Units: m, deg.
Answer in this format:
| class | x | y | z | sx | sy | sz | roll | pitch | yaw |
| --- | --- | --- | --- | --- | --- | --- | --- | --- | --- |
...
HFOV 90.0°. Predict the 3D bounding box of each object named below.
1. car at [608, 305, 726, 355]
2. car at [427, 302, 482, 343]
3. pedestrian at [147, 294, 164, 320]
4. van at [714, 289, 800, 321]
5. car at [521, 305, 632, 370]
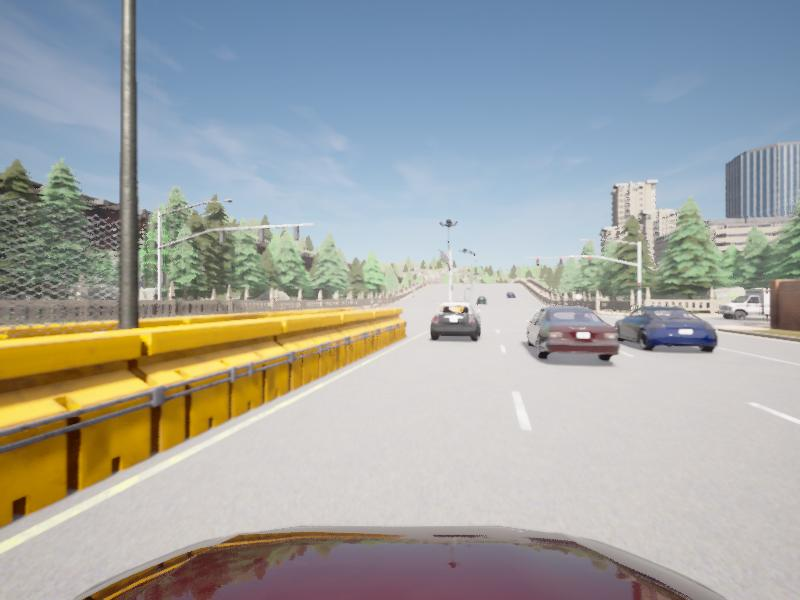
| class | x | y | z | sx | sy | sz | roll | pitch | yaw |
| --- | --- | --- | --- | --- | --- | --- | --- | --- | --- |
| car | 8.887 | 0.908 | 13.799 | 1.994 | 1.385 | 4.181 | 0 | 0 | 13 |
| car | 2.423 | 0.854 | 16.983 | 1.970 | 1.475 | 3.806 | 0 | 0 | 13 |
| pedestrian | -17.924 | 0.485 | 29.350 | 0.751 | 1.860 | 0.751 | 0 | 0 | 14 |
| van | 29.122 | 0.378 | 31.607 | 6.366 | 2.431 | 2.351 | 0 | 0 | 12 |
| car | 4.911 | 0.895 | 12.017 | 2.033 | 1.411 | 5.357 | 0 | 0 | 12 |
